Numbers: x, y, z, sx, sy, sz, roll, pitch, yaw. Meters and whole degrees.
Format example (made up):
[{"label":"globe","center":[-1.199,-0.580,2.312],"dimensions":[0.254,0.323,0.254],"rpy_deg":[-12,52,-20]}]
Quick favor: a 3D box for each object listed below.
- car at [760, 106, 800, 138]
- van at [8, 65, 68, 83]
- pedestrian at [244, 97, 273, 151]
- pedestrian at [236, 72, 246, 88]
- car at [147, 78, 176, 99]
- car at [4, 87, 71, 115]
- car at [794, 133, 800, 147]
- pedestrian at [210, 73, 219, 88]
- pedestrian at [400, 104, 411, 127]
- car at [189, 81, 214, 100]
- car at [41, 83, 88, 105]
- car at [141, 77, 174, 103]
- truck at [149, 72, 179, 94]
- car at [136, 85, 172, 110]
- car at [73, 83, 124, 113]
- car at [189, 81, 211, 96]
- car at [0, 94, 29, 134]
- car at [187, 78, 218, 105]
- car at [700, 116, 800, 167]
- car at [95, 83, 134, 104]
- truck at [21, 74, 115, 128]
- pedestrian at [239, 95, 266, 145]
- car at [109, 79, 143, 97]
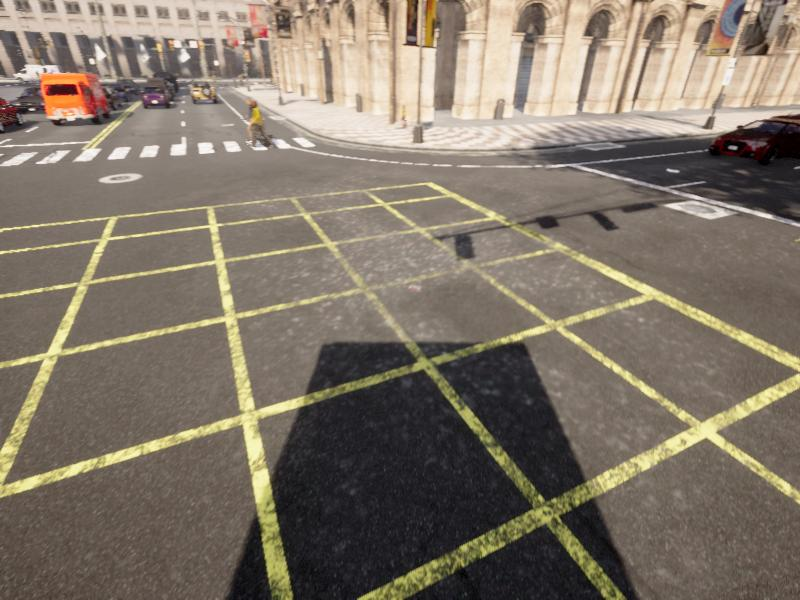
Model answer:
[{"label":"car","center":[22.825,-10.021,22.367],"dimensions":[4.718,1.301,1.895],"rpy_deg":[-13,33,-22]},{"label":"van","center":[-57.653,-36.098,63.973],"dimensions":[6.366,2.431,2.351],"rpy_deg":[-12,33,-21]},{"label":"pedestrian","center":[-5.679,-7.081,16.097],"dimensions":[0.751,1.860,0.751],"rpy_deg":[-12,33,-21]},{"label":"pedestrian","center":[-21.905,-30.319,55.134],"dimensions":[0.751,1.860,0.751],"rpy_deg":[-19,36,-30]},{"label":"car","center":[-24.446,-21.825,41.129],"dimensions":[1.930,1.638,5.238],"rpy_deg":[-12,33,-21]},{"label":"car","center":[-25.084,-13.986,27.965],"dimensions":[2.033,1.411,5.357],"rpy_deg":[-13,33,-22]},{"label":"car","center":[20.896,-7.801,18.467],"dimensions":[4.181,1.385,1.994],"rpy_deg":[-12,33,-21]},{"label":"pedestrian","center":[-26.608,-31.504,57.353],"dimensions":[0.751,1.860,0.751],"rpy_deg":[-12,33,-21]},{"label":"pedestrian","center":[0.278,-9.960,21.604],"dimensions":[0.500,1.100,0.500],"rpy_deg":[-3,31,-6]},{"label":"car","center":[-19.816,-20.918,39.795],"dimensions":[1.845,1.501,3.633],"rpy_deg":[-13,33,-21]},{"label":"car","center":[-28.216,-17.446,33.830],"dimensions":[1.994,1.385,4.181],"rpy_deg":[-13,33,-22]},{"label":"car","center":[-21.567,-18.786,35.754],"dimensions":[1.905,1.878,3.866],"rpy_deg":[-13,33,-22]},{"label":"truck","center":[-27.851,-25.812,47.411],"dimensions":[2.390,2.098,6.274],"rpy_deg":[-12,33,-21]},{"label":"car","center":[-19.085,-15.854,31.212],"dimensions":[1.816,1.474,4.193],"rpy_deg":[-13,33,-22]},{"label":"car","center":[-22.104,-15.025,29.562],"dimensions":[1.930,1.638,5.238],"rpy_deg":[-13,33,-22]},{"label":"car","center":[-22.324,-23.596,44.546],"dimensions":[1.895,1.301,4.718],"rpy_deg":[-13,33,-21]},{"label":"car","center":[-20.719,-9.299,19.960],"dimensions":[1.837,1.490,4.892],"rpy_deg":[-13,32,-22]},{"label":"car","center":[-17.323,-18.305,35.040],"dimensions":[1.932,1.855,4.605],"rpy_deg":[-13,33,-22]},{"label":"car","center":[14.471,-6.362,15.862],"dimensions":[4.181,1.385,1.994],"rpy_deg":[-13,33,-22]},{"label":"car","center":[-25.206,-18.362,35.464],"dimensions":[1.994,1.385,4.181],"rpy_deg":[-12,33,-20]},{"label":"truck","center":[-18.490,-11.448,22.740],"dimensions":[2.627,2.467,5.204],"rpy_deg":[-13,32,-22]},{"label":"pedestrian","center":[-6.281,-7.667,17.085],"dimensions":[0.751,1.860,0.751],"rpy_deg":[-9,32,-17]},{"label":"car","center":[-28.848,-22.459,42.270],"dimensions":[2.163,1.488,4.792],"rpy_deg":[-12,33,-21]}]
